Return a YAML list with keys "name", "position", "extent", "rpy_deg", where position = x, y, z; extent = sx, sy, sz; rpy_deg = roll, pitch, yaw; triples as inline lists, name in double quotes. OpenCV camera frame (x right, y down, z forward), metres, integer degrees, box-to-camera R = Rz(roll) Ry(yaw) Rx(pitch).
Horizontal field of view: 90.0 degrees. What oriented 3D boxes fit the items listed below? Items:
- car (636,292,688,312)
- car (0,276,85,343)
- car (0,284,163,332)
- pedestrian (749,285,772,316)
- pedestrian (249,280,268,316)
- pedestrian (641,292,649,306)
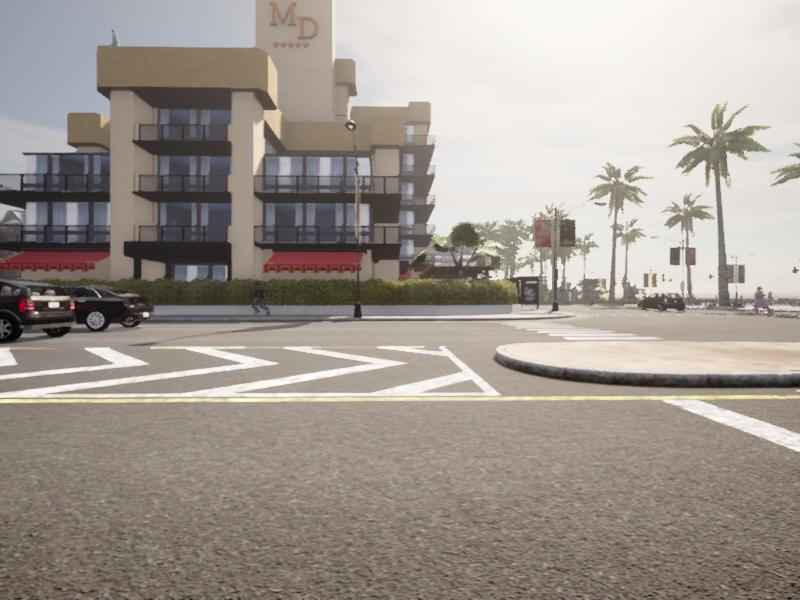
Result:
- name: "car"
  position: [22.547, 0.180, 34.653]
  extent: [1.851, 1.617, 3.988]
  rpy_deg: [0, 0, 0]
- name: "car"
  position: [-10.473, 0.219, 10.040]
  extent: [3.705, 1.549, 1.789]
  rpy_deg: [0, 0, -1]
- name: "car"
  position: [-11.028, 0.249, 13.531]
  extent: [4.892, 1.490, 1.837]
  rpy_deg: [0, 0, -1]
- name: "pedestrian"
  position: [22.261, 0.029, 24.727]
  extent: [0.751, 1.860, 0.751]
  rpy_deg: [0, 0, -6]
- name: "pedestrian"
  position: [-7.363, -0.112, 20.811]
  extent: [0.751, 1.860, 0.751]
  rpy_deg: [0, 0, -1]
- name: "pedestrian"
  position: [34.360, -0.127, 56.129]
  extent: [0.751, 1.860, 0.751]
  rpy_deg: [0, 0, 0]
